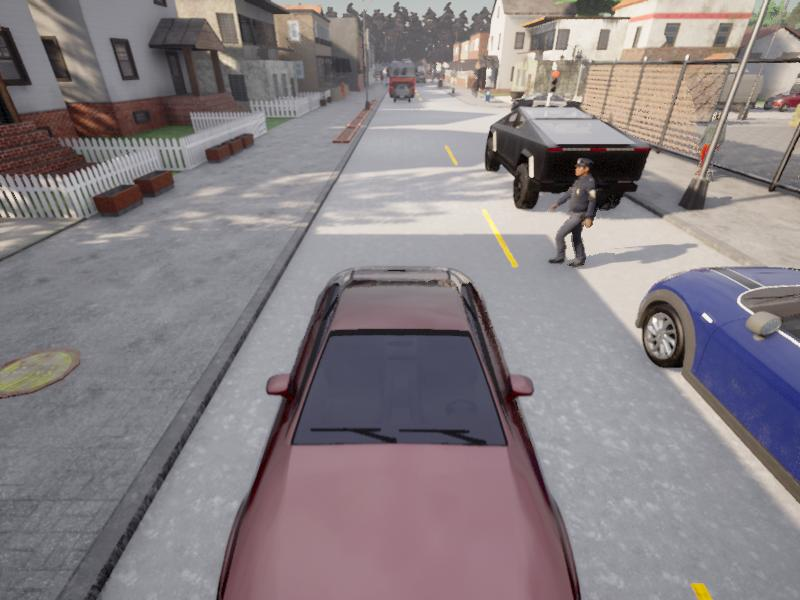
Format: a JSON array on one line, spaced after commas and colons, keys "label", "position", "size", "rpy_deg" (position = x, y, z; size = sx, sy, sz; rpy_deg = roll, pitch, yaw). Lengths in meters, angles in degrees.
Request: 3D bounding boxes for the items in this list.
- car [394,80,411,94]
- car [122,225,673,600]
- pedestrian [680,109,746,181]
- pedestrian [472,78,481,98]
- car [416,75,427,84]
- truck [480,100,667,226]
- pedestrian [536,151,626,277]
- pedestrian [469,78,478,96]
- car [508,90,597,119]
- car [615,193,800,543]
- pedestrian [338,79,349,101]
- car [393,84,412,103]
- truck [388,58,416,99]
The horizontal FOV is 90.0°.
[{"label": "car", "position": [0.299, -29.148, 54.580], "size": [2.163, 1.488, 4.792], "rpy_deg": [0, 30, 0]}, {"label": "car", "position": [0.000, 0.743, 3.406], "size": [1.994, 1.385, 4.181], "rpy_deg": [0, 30, 0]}, {"label": "pedestrian", "position": [9.091, -4.527, 11.704], "size": [0.751, 1.860, 0.751], "rpy_deg": [6, 31, 10]}, {"label": "pedestrian", "position": [8.261, -22.916, 43.236], "size": [0.751, 1.860, 0.751], "rpy_deg": [4, 30, 6]}, {"label": "car", "position": [4.470, -46.109, 83.631], "size": [2.038, 1.542, 4.974], "rpy_deg": [0, 30, 0]}, {"label": "truck", "position": [4.038, -4.137, 11.053], "size": [2.390, 2.098, 6.274], "rpy_deg": [0, 30, 0]}, {"label": "pedestrian", "position": [2.865, -1.383, 6.517], "size": [0.751, 1.860, 0.751], "rpy_deg": [0, 30, 1]}, {"label": "pedestrian", "position": [8.335, -24.144, 45.344], "size": [0.751, 1.860, 0.751], "rpy_deg": [2, 30, 3]}, {"label": "car", "position": [10.407, -13.566, 27.682], "size": [5.238, 1.638, 1.930], "rpy_deg": [3, 30, 4]}, {"label": "car", "position": [3.999, 0.674, 3.101], "size": [2.097, 1.767, 4.553], "rpy_deg": [0, 30, 0]}, {"label": "pedestrian", "position": [-5.580, -20.647, 39.365], "size": [0.751, 1.860, 0.751], "rpy_deg": [4, 31, 8]}, {"label": "car", "position": [0.225, -20.728, 40.061], "size": [1.789, 1.549, 3.705], "rpy_deg": [0, 30, 0]}, {"label": "truck", "position": [0.252, -25.876, 46.640], "size": [2.891, 3.827, 8.468], "rpy_deg": [0, 30, 0]}]
